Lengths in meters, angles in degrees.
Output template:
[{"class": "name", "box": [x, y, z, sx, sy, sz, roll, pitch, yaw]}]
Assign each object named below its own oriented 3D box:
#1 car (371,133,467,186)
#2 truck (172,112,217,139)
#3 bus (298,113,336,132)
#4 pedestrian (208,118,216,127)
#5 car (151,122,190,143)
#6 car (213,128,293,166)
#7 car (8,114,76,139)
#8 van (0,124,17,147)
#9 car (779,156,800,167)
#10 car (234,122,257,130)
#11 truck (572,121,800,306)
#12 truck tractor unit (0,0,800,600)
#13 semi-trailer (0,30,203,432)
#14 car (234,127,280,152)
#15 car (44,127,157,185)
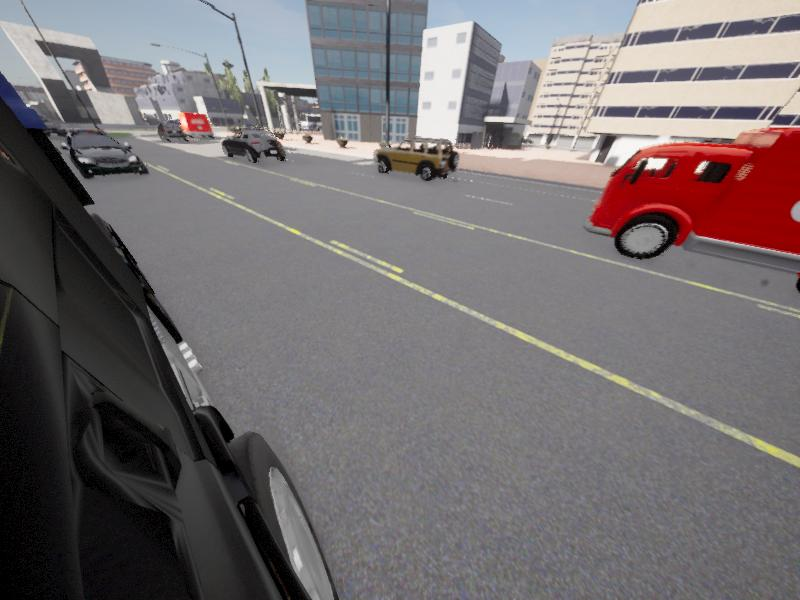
[{"class": "car", "box": [0.822, -7.630, 12.351, 4.605, 1.855, 1.932, 26, 43, 27]}, {"class": "truck", "box": [-25.586, -21.686, 28.779, 5.204, 2.467, 2.627, 32, 45, 33]}, {"class": "bus", "box": [-25.031, -54.131, 70.626, 3.944, 4.253, 10.273, 26, 43, 28]}, {"class": "pedestrian", "box": [-51.171, -48.411, 62.891, 0.751, 1.860, 0.751, -2, 37, -7]}, {"class": "car", "box": [-23.776, -17.402, 23.949, 3.705, 1.549, 1.789, 29, 44, 31]}, {"class": "car", "box": [-9.676, -10.142, 15.186, 5.027, 1.651, 2.152, 27, 43, 28]}, {"class": "car", "box": [-33.394, -16.182, 21.558, 4.611, 1.667, 2.242, 20, 40, 22]}, {"class": "van", "box": [-28.673, -11.786, 15.755, 4.442, 1.987, 1.775, 25, 42, 27]}, {"class": "car", "box": [71.106, -24.475, 40.811, 3.806, 1.475, 1.970, 25, 42, 28]}, {"class": "car", "box": [-40.955, -46.129, 61.186, 4.674, 1.442, 1.812, -18, 42, -26]}, {"class": "truck", "box": [7.153, -1.835, 4.562, 5.204, 2.467, 2.627, 27, 43, 29]}, {"class": "truck tractor unit", "box": [-2.645, -0.295, 0.352, 6.516, 4.208, 3.053, 28, 44, 30]}, {"class": "semi-trailer", "box": [-8.796, -3.548, 4.113, 14.254, 4.402, 2.717, 27, 43, 29]}, {"class": "car", "box": [-12.827, -14.435, 20.749, 3.705, 1.549, 1.789, 26, 43, 28]}, {"class": "car", "box": [-13.043, -6.417, 10.051, 4.974, 1.542, 2.038, 27, 43, 28]}]
